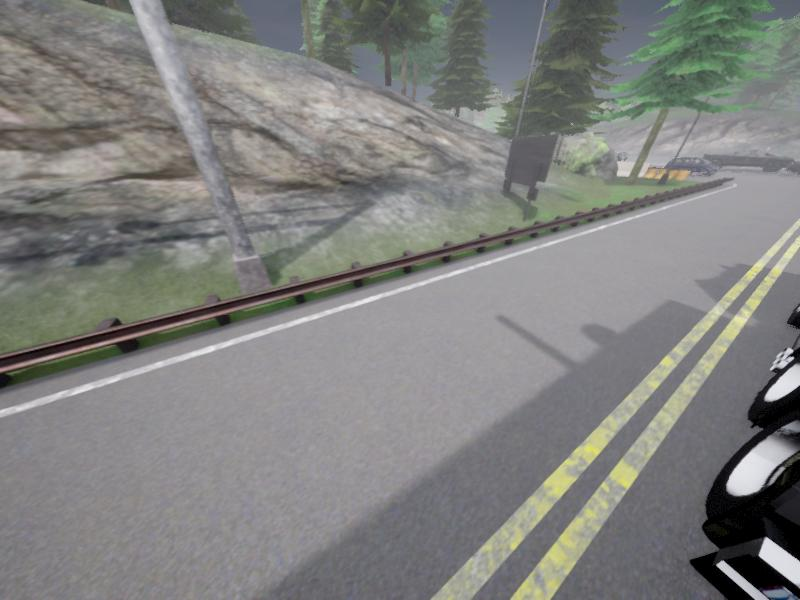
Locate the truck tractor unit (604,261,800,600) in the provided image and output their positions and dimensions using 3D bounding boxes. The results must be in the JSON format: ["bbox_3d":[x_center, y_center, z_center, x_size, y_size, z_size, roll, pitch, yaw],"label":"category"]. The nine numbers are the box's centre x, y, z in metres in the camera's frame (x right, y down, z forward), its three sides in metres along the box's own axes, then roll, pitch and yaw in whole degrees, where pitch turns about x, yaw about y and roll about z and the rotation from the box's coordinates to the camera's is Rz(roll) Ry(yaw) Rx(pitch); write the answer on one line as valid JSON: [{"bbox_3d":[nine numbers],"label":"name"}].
[{"bbox_3d":[5.091,-0.318,0.821,6.516,4.208,3.053,-18,37,-25],"label":"truck tractor unit"}]

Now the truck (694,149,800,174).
[{"bbox_3d":[38.710,-15.681,25.983,2.390,2.098,6.274,-19,37,-25],"label":"truck"}]

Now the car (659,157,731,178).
[{"bbox_3d":[28.705,-13.065,22.647,1.789,1.549,3.705,-13,35,-19],"label":"car"}]

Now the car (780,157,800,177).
[{"bbox_3d":[38.712,-11.708,20.472,2.128,1.511,4.902,-19,37,-25],"label":"car"}]
